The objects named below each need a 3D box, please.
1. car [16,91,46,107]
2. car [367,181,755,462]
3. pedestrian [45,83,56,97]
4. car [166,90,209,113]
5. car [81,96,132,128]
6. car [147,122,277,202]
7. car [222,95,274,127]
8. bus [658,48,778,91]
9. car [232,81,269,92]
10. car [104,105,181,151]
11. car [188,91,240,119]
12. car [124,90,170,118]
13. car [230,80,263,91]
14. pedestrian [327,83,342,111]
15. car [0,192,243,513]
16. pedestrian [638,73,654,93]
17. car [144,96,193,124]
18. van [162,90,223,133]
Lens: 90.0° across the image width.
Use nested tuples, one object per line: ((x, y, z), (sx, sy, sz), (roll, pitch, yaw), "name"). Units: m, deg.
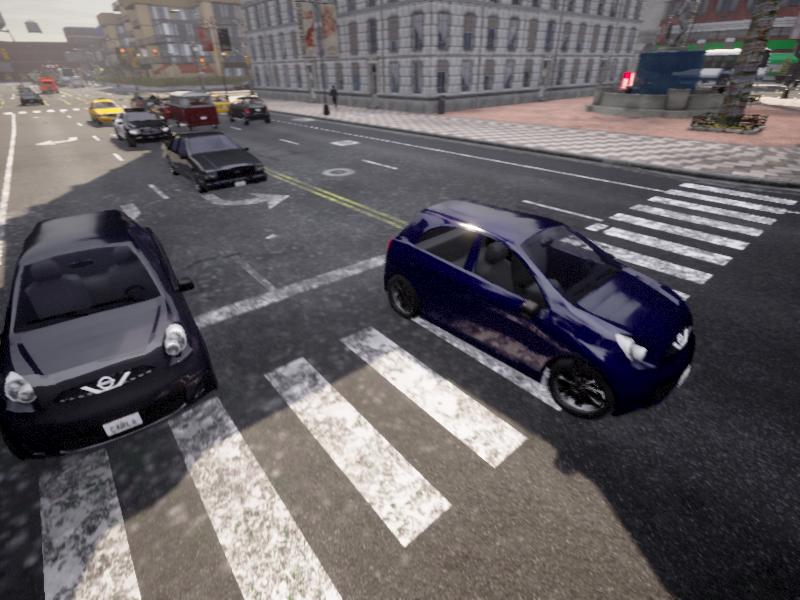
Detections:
((-41.479, -22.638, 44.917), (1.994, 1.385, 4.181), (-24, 37, -33), "car")
((1.502, -0.202, 4.849), (1.845, 1.501, 3.633), (-25, 38, -35), "car")
((-53.288, -32.083, 61.007), (0.751, 1.860, 0.751), (-21, 36, -31), "pedestrian")
((-18.949, -17.750, 35.654), (2.007, 1.525, 4.514), (-24, 37, -33), "car")
((-20.326, -13.104, 27.665), (1.801, 1.575, 5.366), (-24, 37, -33), "car")
((-6.163, -4.600, 12.787), (2.033, 1.411, 5.357), (-23, 37, -33), "car")
((-10.041, -12.516, 26.349), (1.789, 1.549, 3.705), (-23, 37, -33), "car")
((39.419, -28.997, 50.353), (3.944, 4.253, 10.273), (-17, 34, -25), "bus")
((-25.192, -36.118, 67.533), (5.357, 1.411, 2.033), (-24, 37, -33), "car")
((-12.823, -8.625, 19.785), (2.038, 1.542, 4.974), (-23, 37, -33), "car")
((-14.527, -15.192, 31.063), (1.801, 1.575, 5.366), (-24, 37, -33), "car")
((-20.669, -16.068, 32.678), (2.242, 1.667, 4.611), (-21, 36, -30), "car")
((-26.869, -37.723, 70.257), (4.792, 1.488, 2.163), (-23, 37, -33), "car")
((-5.104, -15.802, 31.175), (0.751, 1.860, 0.751), (-16, 33, -23), "pedestrian")
((-3.405, 0.046, 4.582), (1.845, 1.501, 3.633), (-19, 35, -29), "car")
((27.012, -23.836, 43.927), (0.751, 1.860, 0.751), (-4, 30, -5), "pedestrian")
((-16.409, -13.505, 28.333), (1.816, 1.474, 4.193), (-24, 37, -33), "car")
((-12.600, -11.460, 24.190), (1.775, 1.987, 4.442), (-23, 37, -33), "van")
